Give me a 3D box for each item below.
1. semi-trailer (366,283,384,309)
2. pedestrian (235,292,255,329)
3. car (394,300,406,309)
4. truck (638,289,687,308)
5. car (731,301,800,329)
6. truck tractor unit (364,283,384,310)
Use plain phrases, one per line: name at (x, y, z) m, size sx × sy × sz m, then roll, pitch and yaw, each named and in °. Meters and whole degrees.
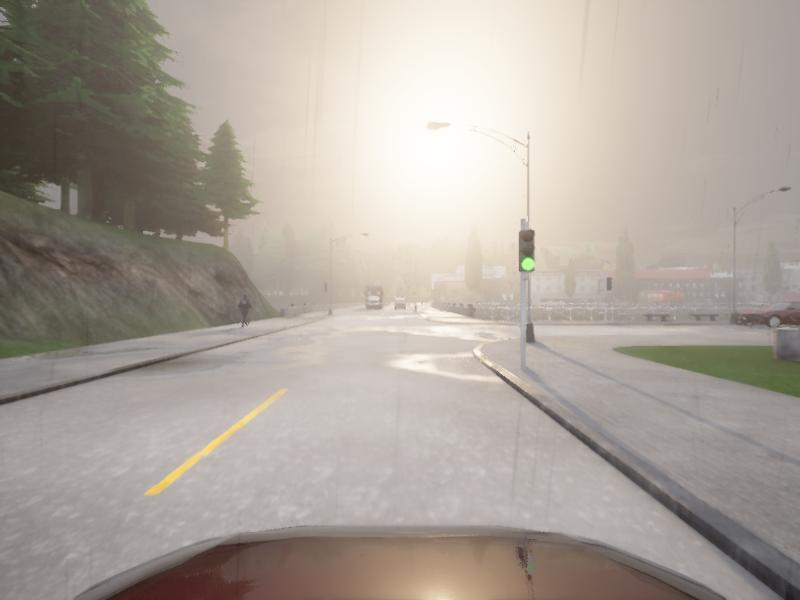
semi-trailer at (-4.423, -0.644, 73.740) m, size 2.717 × 4.402 × 14.254 m, roll 0°, pitch 0°, yaw -1°
pedestrian at (-8.040, 0.525, 20.795) m, size 0.751 × 1.860 × 0.751 m, roll 0°, pitch 0°, yaw 2°
car at (0.012, 0.800, 70.088) m, size 2.038 × 1.542 × 4.974 m, roll 0°, pitch 0°, yaw 0°
truck at (55.654, -0.351, 84.820) m, size 8.468 × 3.827 × 2.891 m, roll 0°, pitch 0°, yaw 0°
car at (22.437, 0.814, 23.130) m, size 5.008 × 1.535 × 1.882 m, roll 0°, pitch 0°, yaw 1°
truck tractor unit at (-4.199, -0.546, 65.832) m, size 3.053 × 4.208 × 6.516 m, roll 0°, pitch 0°, yaw -2°
